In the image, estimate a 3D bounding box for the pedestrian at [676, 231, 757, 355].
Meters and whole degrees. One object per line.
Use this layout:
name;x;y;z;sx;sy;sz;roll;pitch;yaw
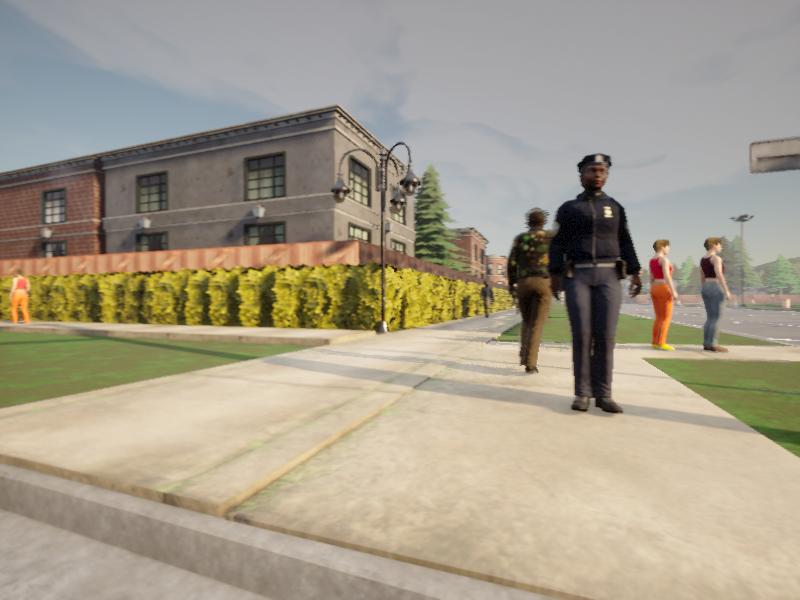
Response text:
pedestrian;5.035;-0.107;6.422;0.751;1.860;0.751;0;0;11

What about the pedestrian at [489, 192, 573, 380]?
pedestrian;1.478;-0.142;4.468;0.751;1.860;0.751;0;0;29

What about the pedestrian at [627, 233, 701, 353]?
pedestrian;4.329;-0.106;6.618;0.751;1.860;0.751;0;0;5

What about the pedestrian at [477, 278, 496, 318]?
pedestrian;4.063;-0.084;18.799;0.751;1.860;0.751;0;0;24

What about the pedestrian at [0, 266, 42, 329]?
pedestrian;-11.694;-0.075;12.302;0.751;1.860;0.751;0;0;21

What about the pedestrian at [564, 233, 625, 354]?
pedestrian;3.249;-0.105;6.676;0.751;1.860;0.751;0;0;40

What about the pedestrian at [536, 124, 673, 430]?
pedestrian;1.400;-0.140;2.895;0.751;1.860;0.751;0;0;16
